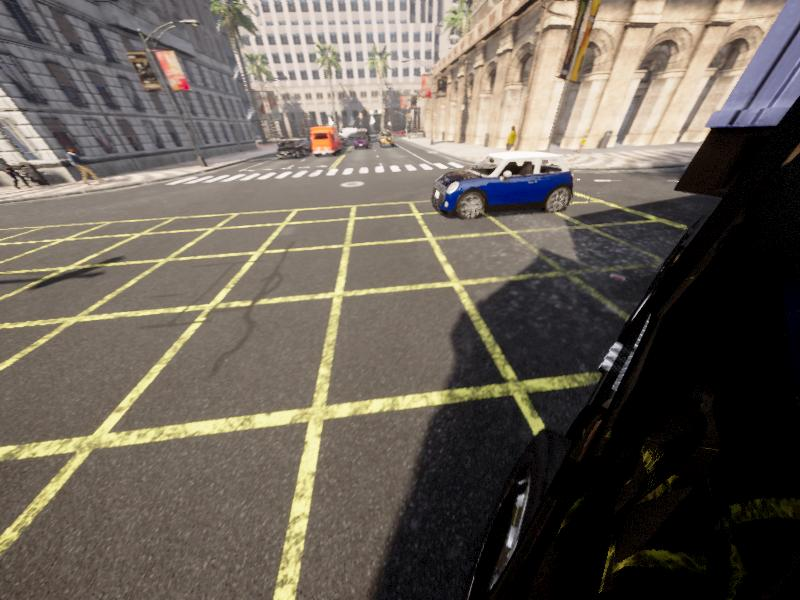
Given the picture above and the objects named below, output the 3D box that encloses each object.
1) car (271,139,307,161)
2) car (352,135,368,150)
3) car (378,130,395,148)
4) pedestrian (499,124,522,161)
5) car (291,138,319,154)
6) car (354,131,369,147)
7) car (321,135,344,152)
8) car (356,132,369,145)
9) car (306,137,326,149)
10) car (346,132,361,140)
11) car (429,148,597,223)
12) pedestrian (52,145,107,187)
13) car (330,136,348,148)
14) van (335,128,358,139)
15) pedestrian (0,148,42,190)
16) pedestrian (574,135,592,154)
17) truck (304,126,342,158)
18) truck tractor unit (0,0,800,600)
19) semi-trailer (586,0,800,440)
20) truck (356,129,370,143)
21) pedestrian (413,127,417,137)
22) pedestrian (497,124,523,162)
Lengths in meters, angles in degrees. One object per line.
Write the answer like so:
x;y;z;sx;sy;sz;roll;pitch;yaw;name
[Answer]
-11.301;-15.605;23.910;1.837;1.490;4.892;-6;37;-4;car
-5.263;-21.109;30.901;1.816;1.474;4.193;-5;37;-4;car
-1.955;-22.495;32.208;1.932;1.855;4.605;-5;36;-4;car
6.981;-9.989;14.702;0.751;1.860;0.751;-1;37;3;pedestrian
-12.141;-19.915;29.795;2.033;1.411;5.357;-5;37;-4;car
-5.902;-24.803;35.521;1.905;1.878;3.866;-5;37;-4;car
-8.714;-20.606;30.301;1.930;1.638;5.238;-5;37;-4;car
-6.654;-28.741;41.029;1.930;1.638;5.238;-5;37;-3;car
-12.932;-24.331;35.756;1.994;1.385;4.181;-6;37;-4;car
-11.817;-41.506;58.512;2.163;1.488;4.792;3;37;8;car
2.968;-3.493;6.894;3.806;1.475;1.970;-5;37;-4;car
-17.394;-7.304;12.607;0.751;1.860;0.751;-22;41;-24;pedestrian
-9.484;-24.921;36.333;1.994;1.385;4.181;-5;37;-3;car
-16.283;-51.256;70.992;6.366;2.431;2.351;-5;37;-3;van
-21.147;-7.068;12.519;0.751;1.860;0.751;-5;37;-3;pedestrian
12.836;-10.950;16.262;0.500;1.100;0.500;2;37;7;pedestrian
-7.931;-16.745;24.412;2.627;2.467;5.204;-6;37;-4;truck
2.645;-0.295;0.351;6.516;4.208;3.053;-28;44;-30;truck tractor unit
9.765;-2.508;2.706;14.254;4.402;2.717;-13;38;-14;semi-trailer
-7.518;-33.777;47.420;2.390;2.098;6.274;-5;37;-3;truck
3.590;-40.884;56.128;0.751;1.860;0.751;-6;37;-5;pedestrian
6.739;-9.613;14.216;0.751;1.860;0.751;-15;39;-16;pedestrian
